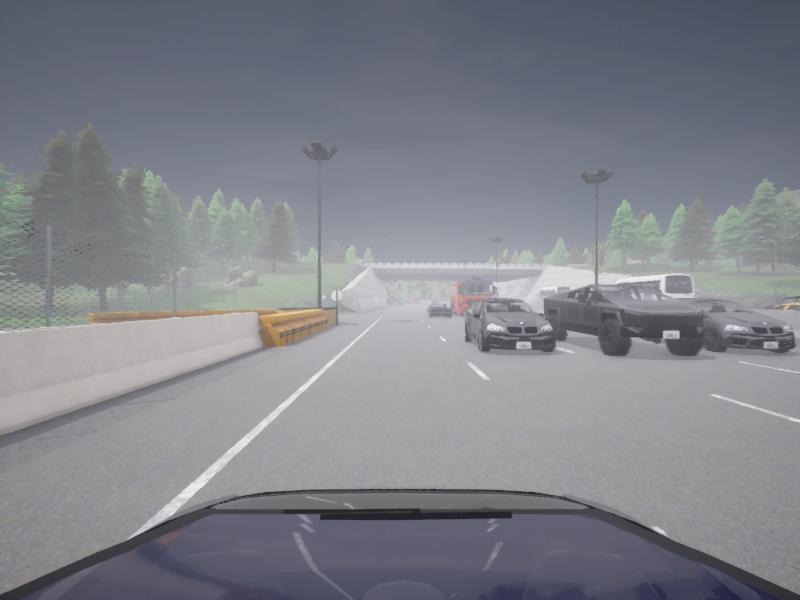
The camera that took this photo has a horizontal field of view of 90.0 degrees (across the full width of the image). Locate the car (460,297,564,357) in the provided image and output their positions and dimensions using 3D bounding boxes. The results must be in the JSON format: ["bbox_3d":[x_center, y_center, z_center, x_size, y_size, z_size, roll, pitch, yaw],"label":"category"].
[{"bbox_3d":[3.499,0.765,13.569,2.242,1.667,4.611,0,0,0],"label":"car"}]

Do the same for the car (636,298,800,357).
[{"bbox_3d":[10.503,0.765,13.599,2.242,1.667,4.611,0,0,0],"label":"car"}]

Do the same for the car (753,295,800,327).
[{"bbox_3d":[24.502,0.661,24.716,1.905,1.878,3.866,0,0,0],"label":"car"}]

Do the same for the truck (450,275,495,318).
[{"bbox_3d":[6.996,-0.297,39.820,2.891,3.827,8.468,0,0,0],"label":"truck"}]

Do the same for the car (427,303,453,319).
[{"bbox_3d":[3.500,0.965,35.981,1.895,1.301,4.718,0,0,0],"label":"car"}]

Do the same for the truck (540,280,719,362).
[{"bbox_3d":[7.000,0.551,13.426,2.390,2.098,6.274,0,0,0],"label":"truck"}]

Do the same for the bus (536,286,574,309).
[{"bbox_3d":[31.381,-0.490,81.642,3.944,4.253,10.273,0,0,0],"label":"bus"}]

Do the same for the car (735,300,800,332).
[{"bbox_3d":[21.000,0.814,21.314,1.801,1.575,5.366,0,0,0],"label":"car"}]

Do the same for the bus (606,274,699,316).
[{"bbox_3d":[27.880,-0.506,45.126,3.944,4.253,10.273,0,0,0],"label":"bus"}]
